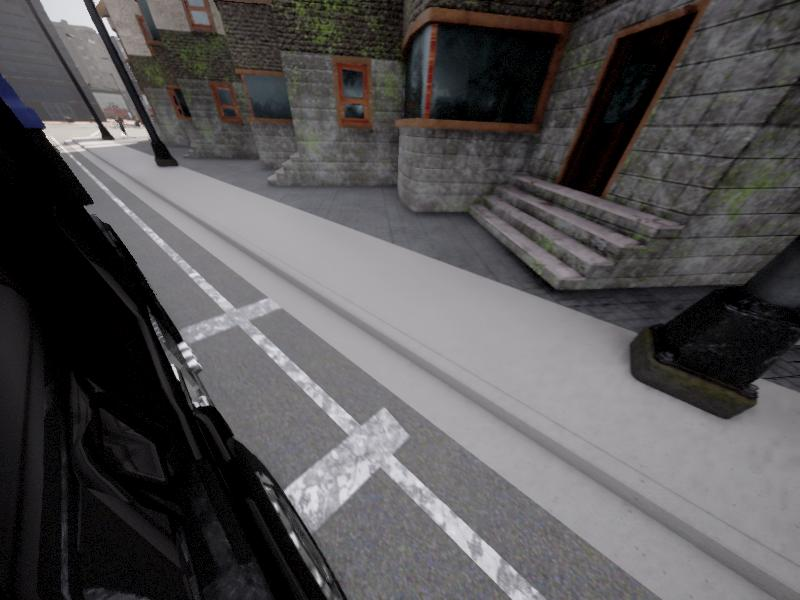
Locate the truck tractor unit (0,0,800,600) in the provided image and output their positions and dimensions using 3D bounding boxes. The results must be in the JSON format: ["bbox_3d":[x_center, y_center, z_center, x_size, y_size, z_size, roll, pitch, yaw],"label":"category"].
[{"bbox_3d":[-2.645,-0.295,0.351,6.516,4.208,3.053,28,44,30],"label":"truck tractor unit"}]

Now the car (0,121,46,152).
[{"bbox_3d":[-25.842,-10.991,15.413,4.674,1.442,1.812,27,43,29],"label":"car"}]

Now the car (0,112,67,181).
[{"bbox_3d":[-16.522,-6.487,9.552,5.566,2.045,2.150,26,43,29],"label":"car"}]

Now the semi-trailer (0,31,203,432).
[{"bbox_3d":[-8.793,-3.544,4.124,14.254,4.402,2.717,27,43,29],"label":"semi-trailer"}]

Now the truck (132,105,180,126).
[{"bbox_3d":[-59.634,-45.289,56.955,2.891,3.827,8.468,-1,37,-6],"label":"truck"}]

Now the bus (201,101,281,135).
[{"bbox_3d":[-27.566,-32.098,40.914,10.273,4.253,3.944,-3,37,-6],"label":"bus"}]
